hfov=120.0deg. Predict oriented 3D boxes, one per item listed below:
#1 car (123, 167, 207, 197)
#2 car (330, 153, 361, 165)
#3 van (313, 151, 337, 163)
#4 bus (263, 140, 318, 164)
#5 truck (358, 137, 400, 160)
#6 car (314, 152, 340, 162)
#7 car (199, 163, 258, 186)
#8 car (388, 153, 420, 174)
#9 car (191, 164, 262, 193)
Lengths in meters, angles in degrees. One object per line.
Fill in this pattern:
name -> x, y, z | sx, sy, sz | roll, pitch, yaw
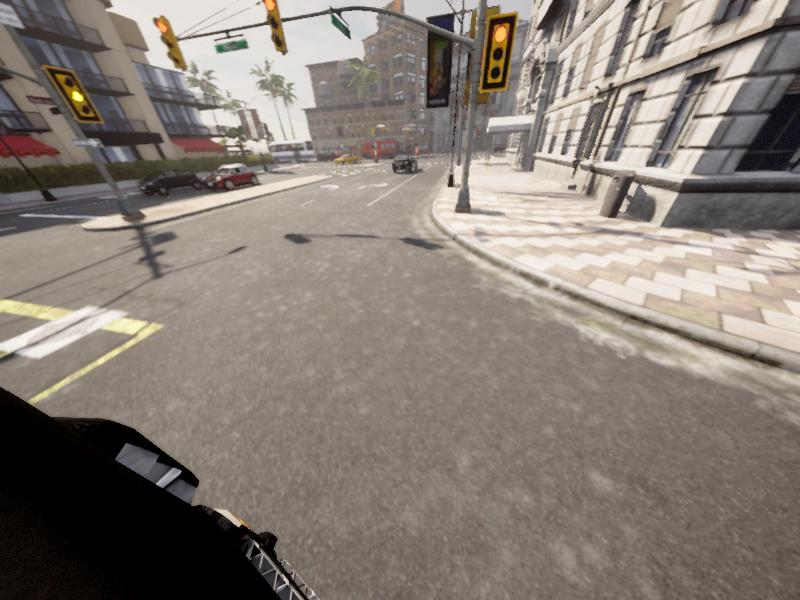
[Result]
car -> -16.880, -8.696, 16.917 | 1.789, 1.549, 3.705 | 6, 34, 13
car -> -9.375, -24.643, 40.322 | 1.801, 1.575, 5.366 | 17, 39, 27
van -> -16.710, -32.094, 51.720 | 4.442, 1.987, 1.775 | 6, 34, 13
bus -> -24.883, -33.804, 52.862 | 10.273, 4.253, 3.944 | 6, 35, 13
truck -> -4.615, -33.608, 51.427 | 8.468, 3.827, 2.891 | 6, 35, 13
car -> -17.314, -34.007, 54.962 | 5.238, 1.638, 1.930 | 6, 35, 13
car -> -15.613, -11.632, 21.309 | 1.970, 1.475, 3.806 | 6, 35, 13
car -> 0.536, -13.919, 23.494 | 2.128, 1.511, 4.902 | 6, 34, 13
car -> -13.028, -9.388, 17.736 | 1.970, 1.475, 3.806 | 6, 35, 13
